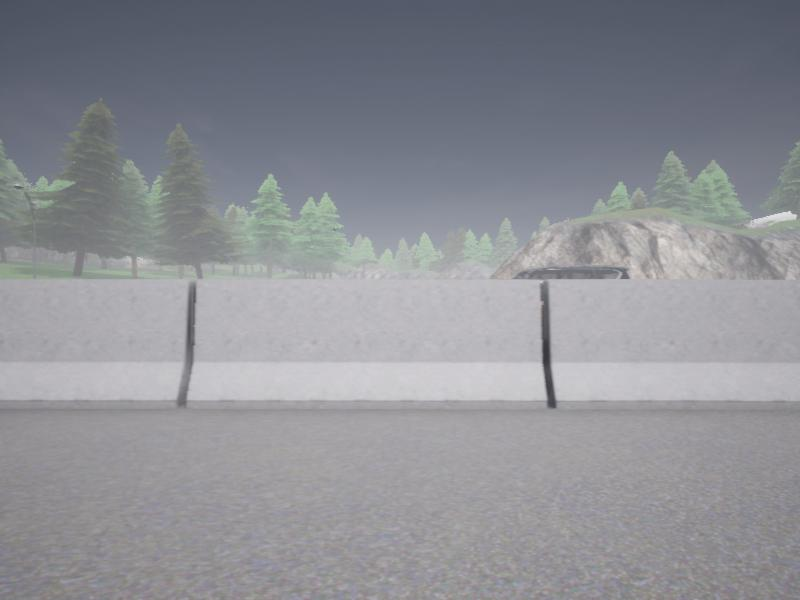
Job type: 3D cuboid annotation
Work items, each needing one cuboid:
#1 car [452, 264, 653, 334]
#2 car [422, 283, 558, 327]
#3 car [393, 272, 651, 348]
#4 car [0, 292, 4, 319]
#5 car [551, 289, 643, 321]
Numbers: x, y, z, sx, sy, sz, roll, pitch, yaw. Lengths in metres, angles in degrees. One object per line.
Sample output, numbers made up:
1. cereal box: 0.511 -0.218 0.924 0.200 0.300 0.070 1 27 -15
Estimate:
1. car: 4.577 -0.030 12.700 5.566 2.045 2.150 0 0 0
2. car: 3.457 0.182 16.199 5.027 1.651 2.152 0 0 0
3. car: 2.532 0.202 9.201 5.366 1.575 1.801 0 0 0
4. car: -23.195 0.284 19.705 5.357 1.411 2.033 0 0 0
5. car: 9.579 0.231 19.701 3.633 1.501 1.845 0 0 0
